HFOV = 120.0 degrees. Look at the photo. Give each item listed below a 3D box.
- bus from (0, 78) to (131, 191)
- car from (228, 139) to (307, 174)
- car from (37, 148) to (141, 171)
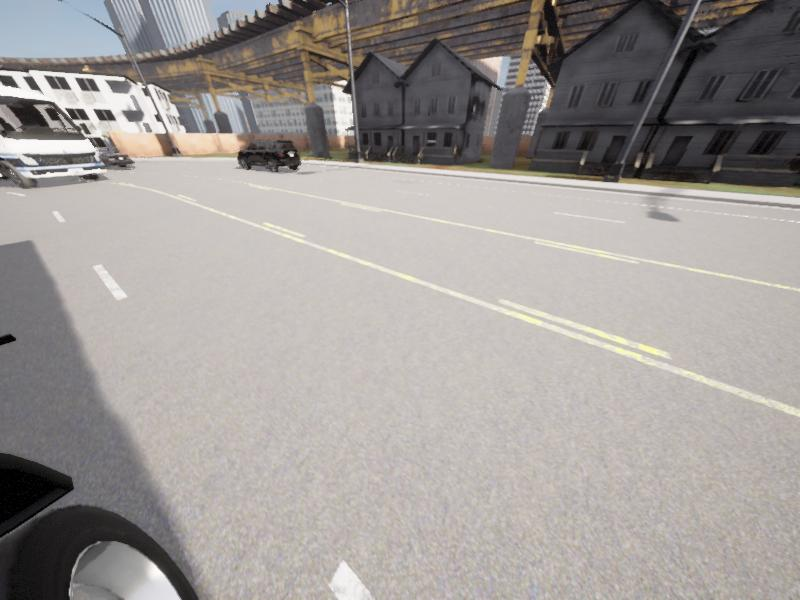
[{"bbox_3d":[-22.160,-8.512,12.125,10.273,4.253,3.944,4,34,5],"label":"bus"},{"bbox_3d":[-10.389,-11.396,18.215,5.566,2.045,2.150,17,38,22],"label":"car"},{"bbox_3d":[-24.957,-11.437,18.727,5.357,1.411,2.033,2,35,3],"label":"car"}]
